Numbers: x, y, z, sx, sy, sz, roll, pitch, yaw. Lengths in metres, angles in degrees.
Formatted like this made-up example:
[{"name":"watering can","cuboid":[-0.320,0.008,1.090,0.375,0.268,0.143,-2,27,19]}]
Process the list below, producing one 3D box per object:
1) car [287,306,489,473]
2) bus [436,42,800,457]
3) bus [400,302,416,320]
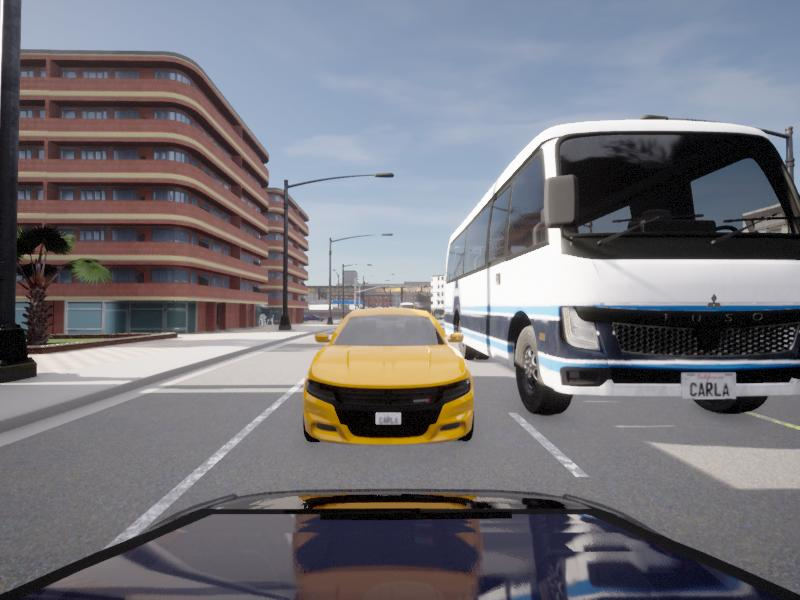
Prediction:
[{"name":"car","cuboid":[-0.160,0.861,6.233,1.882,1.535,5.008,0,-1,-1]},{"name":"bus","cuboid":[3.395,-0.452,9.263,3.944,4.253,10.273,0,-1,-1]},{"name":"bus","cuboid":[1.998,2.863,104.264,3.944,4.253,10.273,0,-2,-1]}]
